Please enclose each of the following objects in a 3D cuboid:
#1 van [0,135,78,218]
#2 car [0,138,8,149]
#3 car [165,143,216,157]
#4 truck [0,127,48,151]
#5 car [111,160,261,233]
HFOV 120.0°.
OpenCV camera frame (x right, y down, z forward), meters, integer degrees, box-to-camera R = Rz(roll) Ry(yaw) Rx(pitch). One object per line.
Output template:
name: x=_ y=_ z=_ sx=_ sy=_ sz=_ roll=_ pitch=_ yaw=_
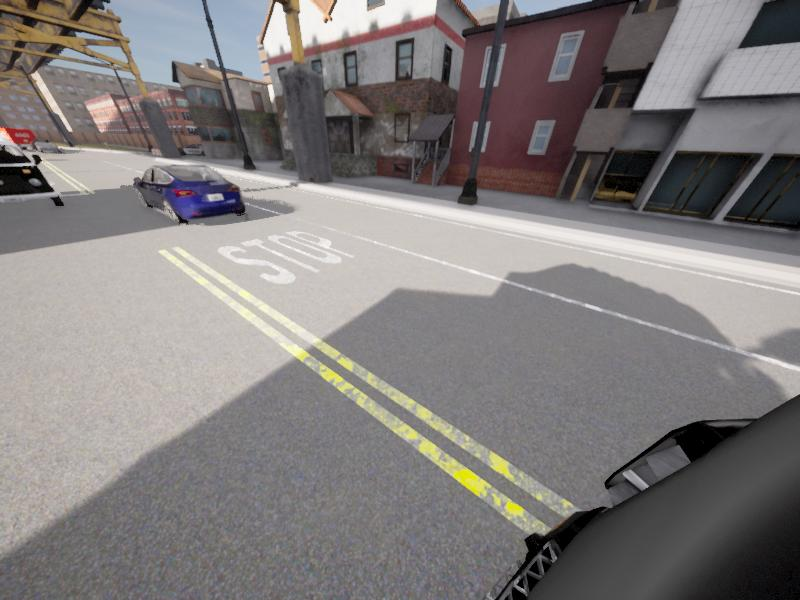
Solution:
van: x=-13.392 y=-4.251 z=7.675 sx=4.480 sy=2.038 sz=2.069 roll=23 pitch=38 yaw=28
car: x=-59.154 y=-22.260 z=32.472 sx=3.806 sy=1.475 sz=1.970 roll=2 pitch=33 yaw=-1
car: x=-30.288 y=-21.834 z=33.682 sx=4.974 sy=1.542 sz=2.038 roll=-12 pitch=36 yaw=-21
truck: x=-52.120 y=-21.708 z=31.144 sx=5.204 sy=2.467 sz=2.627 roll=10 pitch=34 yaw=12
car: x=-7.327 y=-3.798 z=7.923 sx=4.792 sy=1.488 sz=2.163 roll=23 pitch=38 yaw=28
